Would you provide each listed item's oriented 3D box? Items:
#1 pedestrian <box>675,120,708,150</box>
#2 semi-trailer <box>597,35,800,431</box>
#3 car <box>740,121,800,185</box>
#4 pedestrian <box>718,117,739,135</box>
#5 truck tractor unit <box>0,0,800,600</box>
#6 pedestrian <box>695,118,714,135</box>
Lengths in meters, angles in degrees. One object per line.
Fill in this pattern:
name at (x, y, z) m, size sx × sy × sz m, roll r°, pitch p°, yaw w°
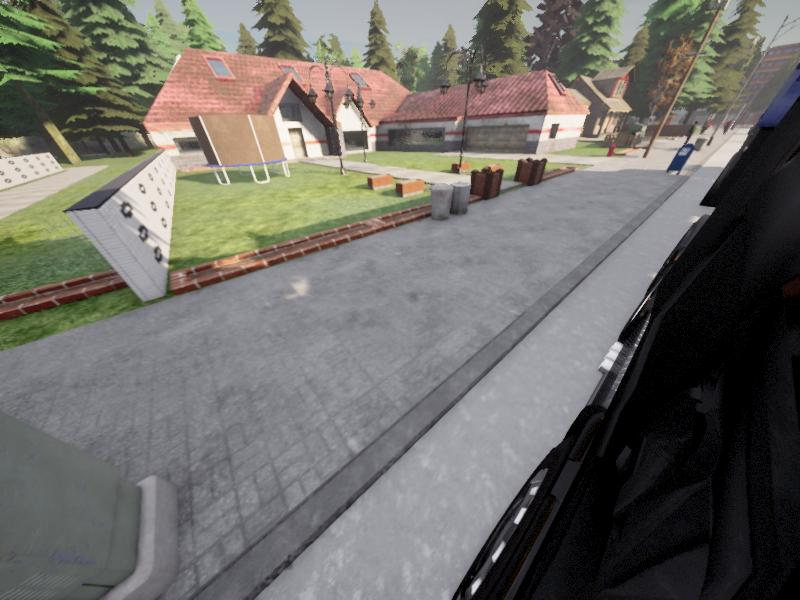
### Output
pedestrian at (22.732, -12.923, 18.080) m, size 0.751 × 1.860 × 0.751 m, roll 22°, pitch 43°, yaw 29°
semi-trailer at (8.744, -3.548, 4.218) m, size 14.254 × 4.402 × 2.717 m, roll -27°, pitch 43°, yaw -30°
car at (16.496, -6.054, 9.329) m, size 4.605 × 1.855 × 1.932 m, roll -23°, pitch 41°, yaw -25°
pedestrian at (44.029, -23.301, 30.973) m, size 0.751 × 1.860 × 0.751 m, roll -26°, pitch 43°, yaw -29°
truck tractor unit at (2.645, -0.295, 0.351) m, size 6.516 × 4.208 × 3.053 m, roll -28°, pitch 44°, yaw -30°
pedestrian at (42.472, -24.168, 32.227) m, size 0.751 × 1.860 × 0.751 m, roll -27°, pitch 43°, yaw -30°
